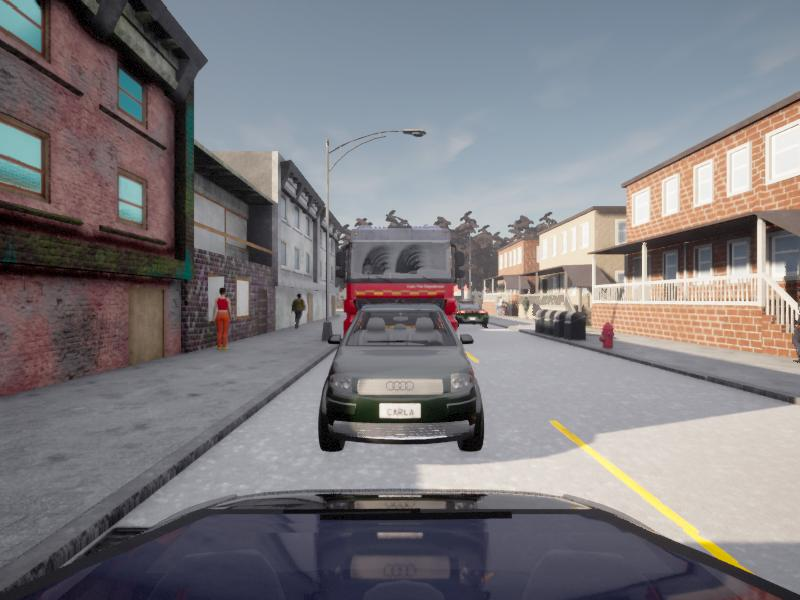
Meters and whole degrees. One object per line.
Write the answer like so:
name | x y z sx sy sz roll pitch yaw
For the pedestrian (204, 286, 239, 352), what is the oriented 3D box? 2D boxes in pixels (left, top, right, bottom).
pedestrian | -5.225 0.533 11.760 0.751 1.860 0.751 0 0 -8

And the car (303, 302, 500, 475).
car | 0.007 0.815 5.489 1.789 1.549 3.705 0 0 0

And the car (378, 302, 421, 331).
car | -0.021 0.851 22.747 2.163 1.488 4.792 0 0 0

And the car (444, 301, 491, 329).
car | 3.977 0.828 24.403 2.038 1.542 4.974 0 0 0

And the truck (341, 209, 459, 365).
truck | -0.010 -0.321 14.022 2.891 3.827 8.468 0 0 0

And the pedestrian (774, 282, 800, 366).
pedestrian | 9.252 0.533 9.126 0.751 1.860 0.751 0 0 0

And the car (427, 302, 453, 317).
car | 3.945 0.895 39.945 2.033 1.411 5.357 0 0 0

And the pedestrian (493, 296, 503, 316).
pedestrian | 9.174 0.533 37.452 0.751 1.860 0.751 0 0 -1

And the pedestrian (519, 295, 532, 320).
pedestrian | 9.220 0.533 29.455 0.751 1.860 0.751 0 0 6

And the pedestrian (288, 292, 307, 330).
pedestrian | -5.073 0.533 19.850 0.751 1.860 0.751 0 0 -3

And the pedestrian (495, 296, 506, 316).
pedestrian | 9.188 0.533 36.597 0.751 1.860 0.751 0 0 1

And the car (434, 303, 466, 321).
car | 3.961 0.907 32.233 1.994 1.385 4.181 0 0 0
